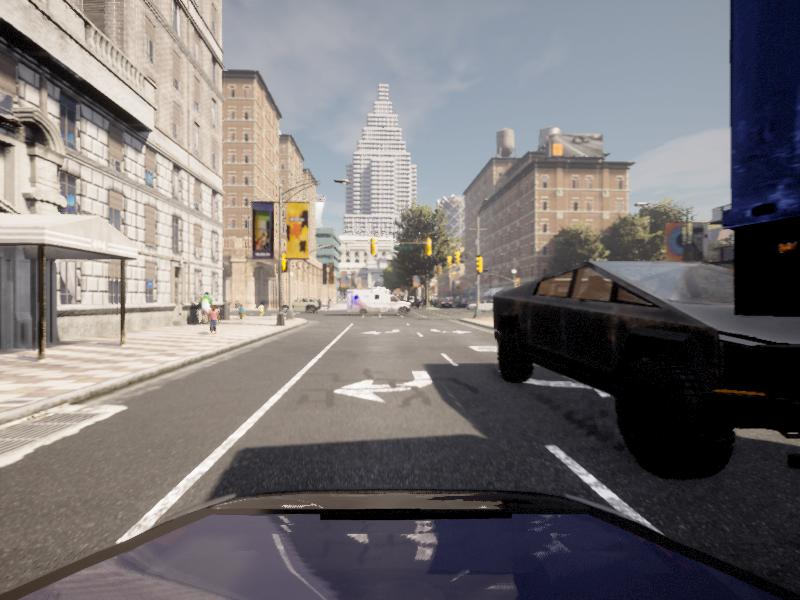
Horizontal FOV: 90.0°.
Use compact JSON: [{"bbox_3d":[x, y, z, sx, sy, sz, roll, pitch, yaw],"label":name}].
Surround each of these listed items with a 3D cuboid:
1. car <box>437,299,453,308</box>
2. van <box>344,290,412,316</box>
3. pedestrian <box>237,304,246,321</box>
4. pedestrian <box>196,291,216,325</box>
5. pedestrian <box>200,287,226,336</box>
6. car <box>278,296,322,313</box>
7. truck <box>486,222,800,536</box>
[{"bbox_3d":[7.797,0.644,70.058,2.038,1.542,4.974,0,0,-3],"label":"car"},{"bbox_3d":[-2.152,0.277,38.927,6.366,2.431,2.351,0,0,-3],"label":"van"},{"bbox_3d":[-10.471,0.797,26.437,0.500,1.100,0.500,0,0,-14],"label":"pedestrian"},{"bbox_3d":[-10.861,0.428,22.382,0.751,1.860,0.751,0,0,3],"label":"pedestrian"},{"bbox_3d":[-7.348,0.444,15.752,0.751,1.860,0.751,0,0,-10],"label":"pedestrian"},{"bbox_3d":[-11.268,0.539,45.299,4.605,1.855,1.932,0,0,-2],"label":"car"},{"bbox_3d":[3.287,0.525,5.870,2.390,2.098,6.274,0,0,-3],"label":"truck"}]
